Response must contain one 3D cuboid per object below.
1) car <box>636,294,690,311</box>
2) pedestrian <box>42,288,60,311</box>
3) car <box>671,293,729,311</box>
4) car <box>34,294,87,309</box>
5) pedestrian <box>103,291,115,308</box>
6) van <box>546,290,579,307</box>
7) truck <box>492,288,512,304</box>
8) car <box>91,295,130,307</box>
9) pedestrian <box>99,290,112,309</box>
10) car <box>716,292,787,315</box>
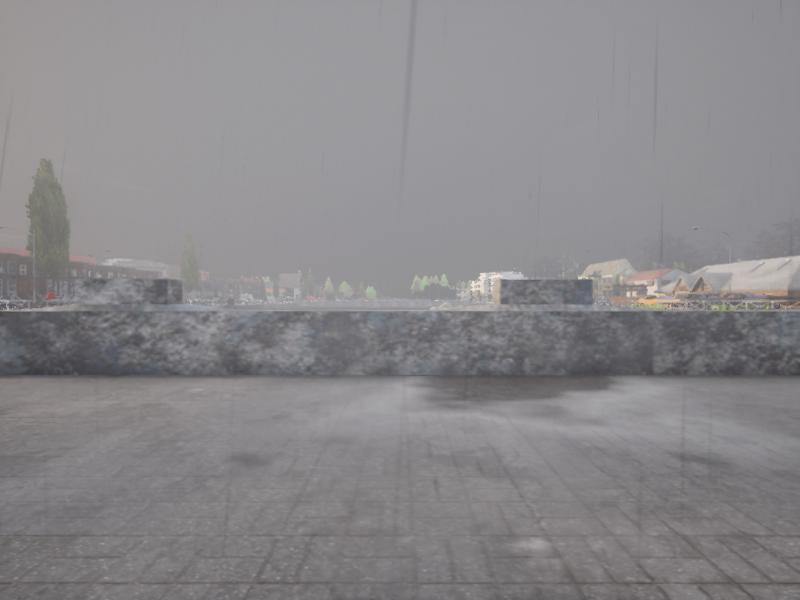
[{"bbox_3d":[24.817,0.224,37.975,1.882,1.535,5.008,0,0,0],"label":"car"},{"bbox_3d":[-28.340,-0.064,32.477,0.751,1.860,0.751,0,0,1],"label":"pedestrian"},{"bbox_3d":[28.820,0.179,38.662,2.033,1.649,4.856,0,0,0],"label":"car"},{"bbox_3d":[-40.829,0.170,48.282,1.930,1.638,5.238,0,0,0],"label":"car"},{"bbox_3d":[-31.062,-0.068,42.743,0.751,1.860,0.751,0,0,10],"label":"pedestrian"},{"bbox_3d":[24.843,-0.221,61.461,2.351,2.431,6.366,0,0,0],"label":"van"},{"bbox_3d":[24.881,-0.923,98.023,2.891,3.827,8.468,0,0,0],"label":"truck"},{"bbox_3d":[-40.823,0.167,56.538,2.033,1.649,4.856,0,0,0],"label":"car"},{"bbox_3d":[-28.794,-0.066,39.146,0.751,1.860,0.751,0,0,7],"label":"pedestrian"},{"bbox_3d":[24.807,0.228,28.380,1.845,1.501,3.633,0,0,0],"label":"car"}]
